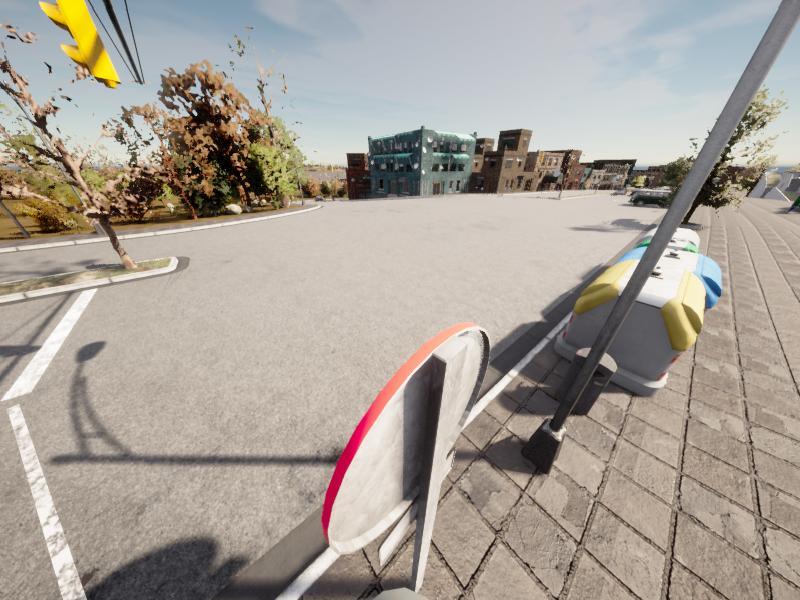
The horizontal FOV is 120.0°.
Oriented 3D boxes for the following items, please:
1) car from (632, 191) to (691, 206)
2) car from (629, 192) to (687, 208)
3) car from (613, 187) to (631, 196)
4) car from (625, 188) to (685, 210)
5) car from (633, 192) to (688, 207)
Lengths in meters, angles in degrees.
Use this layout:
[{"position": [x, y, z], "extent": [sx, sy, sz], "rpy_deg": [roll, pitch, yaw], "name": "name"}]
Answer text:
[{"position": [38.872, -15.281, 34.580], "extent": [5.366, 1.575, 1.946], "rpy_deg": [17, 33, 25], "name": "car"}, {"position": [34.472, -13.468, 31.109], "extent": [4.674, 1.452, 2.002], "rpy_deg": [17, 32, 25], "name": "car"}, {"position": [49.504, -24.254, 51.600], "extent": [3.988, 1.617, 1.851], "rpy_deg": [-21, 36, -35], "name": "car"}, {"position": [32.099, -12.864, 29.311], "extent": [4.442, 1.987, 1.878], "rpy_deg": [17, 33, 25], "name": "car"}, {"position": [36.754, -14.328, 32.812], "extent": [4.674, 1.452, 2.002], "rpy_deg": [17, 33, 25], "name": "car"}]
